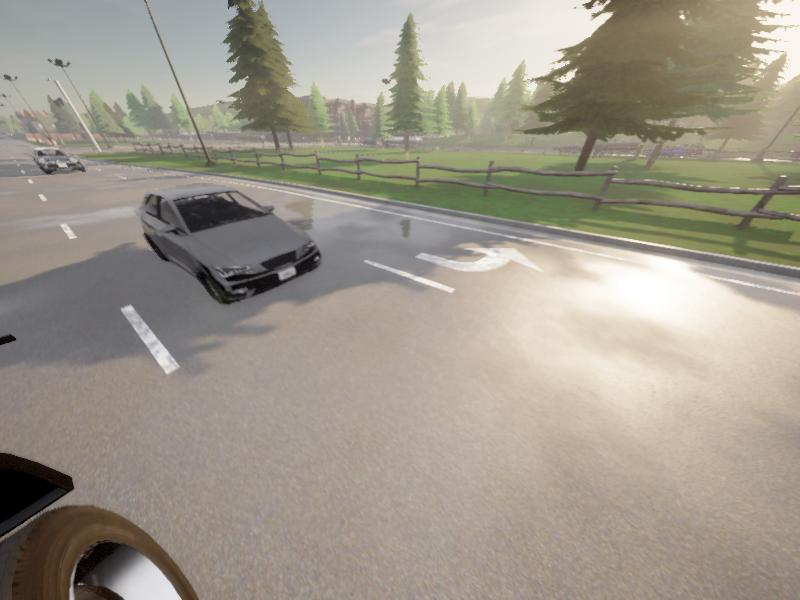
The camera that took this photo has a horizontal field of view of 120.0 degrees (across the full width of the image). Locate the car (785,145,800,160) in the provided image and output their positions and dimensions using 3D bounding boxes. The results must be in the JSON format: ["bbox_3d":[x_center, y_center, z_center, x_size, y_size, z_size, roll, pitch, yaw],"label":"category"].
[{"bbox_3d":[57.020,-19.618,30.867,5.238,1.638,1.930,22,41,28],"label":"car"}]

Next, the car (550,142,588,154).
[{"bbox_3d":[30.902,-27.919,42.347,5.238,1.638,1.930,22,41,28],"label":"car"}]

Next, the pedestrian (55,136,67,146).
[{"bbox_3d":[-73.855,-34.690,50.332,0.751,1.860,0.751,27,43,32],"label":"pedestrian"}]

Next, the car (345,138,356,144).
[{"bbox_3d":[-19.279,-62.023,89.915,1.905,1.878,3.866,22,41,28],"label":"car"}]

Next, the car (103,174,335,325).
[{"bbox_3d":[-3.517,-1.366,4.523,4.193,1.474,1.816,22,41,28],"label":"car"}]

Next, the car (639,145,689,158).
[{"bbox_3d":[38.956,-22.080,34.261,4.514,1.525,2.007,22,41,28],"label":"car"}]

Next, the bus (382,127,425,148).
[{"bbox_3d":[0.654,-41.380,58.827,10.273,4.253,3.944,22,41,28],"label":"bus"}]

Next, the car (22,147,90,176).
[{"bbox_3d":[-24.389,-9.900,16.386,3.806,1.475,1.970,22,41,28],"label":"car"}]

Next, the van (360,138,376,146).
[{"bbox_3d":[-9.466,-47.184,68.902,4.442,1.987,1.775,22,41,28],"label":"van"}]
